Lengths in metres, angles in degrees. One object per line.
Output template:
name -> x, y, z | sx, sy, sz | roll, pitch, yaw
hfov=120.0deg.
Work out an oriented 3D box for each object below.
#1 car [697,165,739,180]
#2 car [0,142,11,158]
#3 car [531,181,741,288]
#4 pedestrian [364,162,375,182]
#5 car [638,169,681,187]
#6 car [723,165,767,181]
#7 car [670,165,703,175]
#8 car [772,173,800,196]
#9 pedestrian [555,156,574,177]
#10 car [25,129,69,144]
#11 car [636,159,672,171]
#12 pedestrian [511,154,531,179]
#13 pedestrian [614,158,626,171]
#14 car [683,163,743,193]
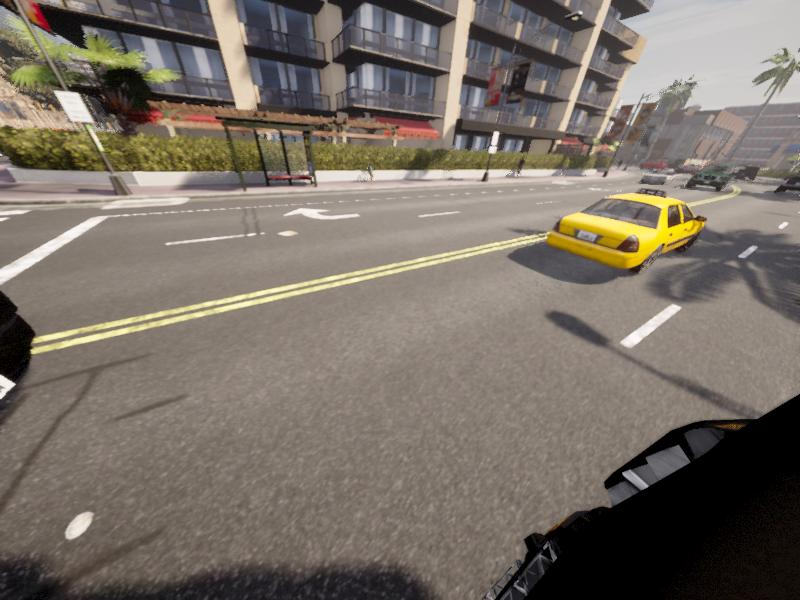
car -> 49.484, -19.992, 36.087 | 2.242, 1.667, 4.611 | 21, 38, 25
car -> -34.339, -11.999, 18.117 | 1.837, 1.490, 4.892 | -16, 38, -26
car -> 6.136, -1.999, 5.955 | 5.366, 1.575, 1.801 | -16, 38, -26
pedestrian -> -1.930, -8.150, 14.730 | 0.500, 1.100, 0.500 | -14, 37, -24
car -> 26.481, -12.544, 23.550 | 4.718, 1.301, 1.895 | -20, 40, -31
car -> 53.535, -19.860, 35.982 | 1.905, 1.878, 3.866 | 19, 37, 23
car -> 54.598, -24.907, 44.101 | 1.994, 1.385, 4.181 | 13, 35, 15
car -> 36.731, -10.621, 21.125 | 3.988, 1.617, 1.851 | -14, 37, -24
pedestrian -> 17.392, -14.109, 24.411 | 0.751, 1.860, 0.751 | -14, 37, -23
car -> -66.256, -30.780, 43.533 | 2.150, 2.045, 5.566 | -16, 38, -26
car -> 57.448, -30.656, 52.366 | 2.150, 2.045, 5.566 | 5, 34, 4
pedestrian -> 10.927, -12.082, 20.892 | 0.751, 1.860, 0.751 | -15, 38, -25
pedestrian -> 38.092, -23.496, 40.032 | 0.751, 1.860, 0.751 | 24, 39, 28
car -> 28.499, -11.202, 20.998 | 5.566, 2.045, 2.150 | -20, 40, -31
